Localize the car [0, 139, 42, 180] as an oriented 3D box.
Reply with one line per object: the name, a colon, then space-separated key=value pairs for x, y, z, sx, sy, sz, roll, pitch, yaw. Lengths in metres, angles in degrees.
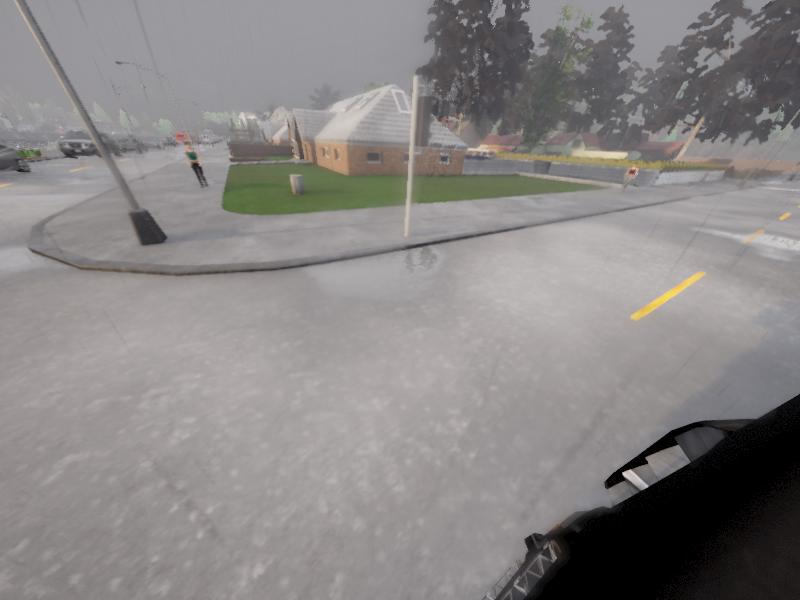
car: x=-20.311 y=-6.620 z=10.833 sx=2.007 sy=1.525 sz=4.514 roll=-16 pitch=38 yaw=-26

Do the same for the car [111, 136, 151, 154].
car: x=-32.507 y=-18.865 z=28.073 sx=1.851 sy=1.617 sz=3.988 roll=-16 pitch=38 yaw=-26

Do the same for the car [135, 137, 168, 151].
car: x=-37.217 y=-23.553 z=34.760 sx=2.038 sy=1.542 sz=4.974 roll=-16 pitch=38 yaw=-26

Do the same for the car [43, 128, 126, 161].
car: x=-26.994 y=-13.538 z=20.165 sx=2.150 sy=2.045 sz=5.566 roll=-16 pitch=38 yaw=-26

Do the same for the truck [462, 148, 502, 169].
truck: x=10.698 y=-18.735 z=30.531 sx=2.069 sy=2.038 sz=4.478 roll=-16 pitch=38 yaw=-26

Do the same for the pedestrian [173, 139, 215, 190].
pedestrian: x=-9.022 y=-5.968 z=10.217 sx=0.751 sy=1.860 sz=0.751 roll=-17 pitch=39 yaw=-27

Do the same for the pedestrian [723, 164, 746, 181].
pedestrian: x=44.099 y=-16.763 z=30.472 sx=0.751 sy=1.860 sz=0.751 roll=21 pitch=38 yaw=25

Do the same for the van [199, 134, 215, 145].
van: x=-53.818 y=-45.025 z=64.681 sx=2.351 sy=2.431 sz=6.366 roll=-16 pitch=38 yaw=-26

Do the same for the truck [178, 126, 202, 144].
truck: x=-59.244 y=-46.607 z=65.361 sx=2.891 sy=3.827 sz=8.468 roll=-16 pitch=38 yaw=-26

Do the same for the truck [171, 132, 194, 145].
truck: x=-51.782 y=-38.546 z=55.143 sx=2.627 sy=2.467 sz=5.204 roll=-16 pitch=38 yaw=-26

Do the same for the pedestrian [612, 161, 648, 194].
pedestrian: x=15.115 y=-8.071 z=15.246 sx=0.751 sy=1.860 sz=0.751 roll=-15 pitch=38 yaw=-24

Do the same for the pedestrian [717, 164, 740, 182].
pedestrian: x=41.079 y=-15.878 z=28.914 sx=0.751 sy=1.860 sz=0.751 roll=-14 pitch=37 yaw=-23

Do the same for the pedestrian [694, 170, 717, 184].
pedestrian: x=32.642 y=-13.149 z=24.700 sx=0.751 sy=1.300 sz=0.751 roll=-12 pitch=37 yaw=-21

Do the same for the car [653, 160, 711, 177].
car: x=46.862 y=-22.020 z=38.607 sx=2.150 sy=2.045 sz=5.566 roll=-16 pitch=38 yaw=-26
